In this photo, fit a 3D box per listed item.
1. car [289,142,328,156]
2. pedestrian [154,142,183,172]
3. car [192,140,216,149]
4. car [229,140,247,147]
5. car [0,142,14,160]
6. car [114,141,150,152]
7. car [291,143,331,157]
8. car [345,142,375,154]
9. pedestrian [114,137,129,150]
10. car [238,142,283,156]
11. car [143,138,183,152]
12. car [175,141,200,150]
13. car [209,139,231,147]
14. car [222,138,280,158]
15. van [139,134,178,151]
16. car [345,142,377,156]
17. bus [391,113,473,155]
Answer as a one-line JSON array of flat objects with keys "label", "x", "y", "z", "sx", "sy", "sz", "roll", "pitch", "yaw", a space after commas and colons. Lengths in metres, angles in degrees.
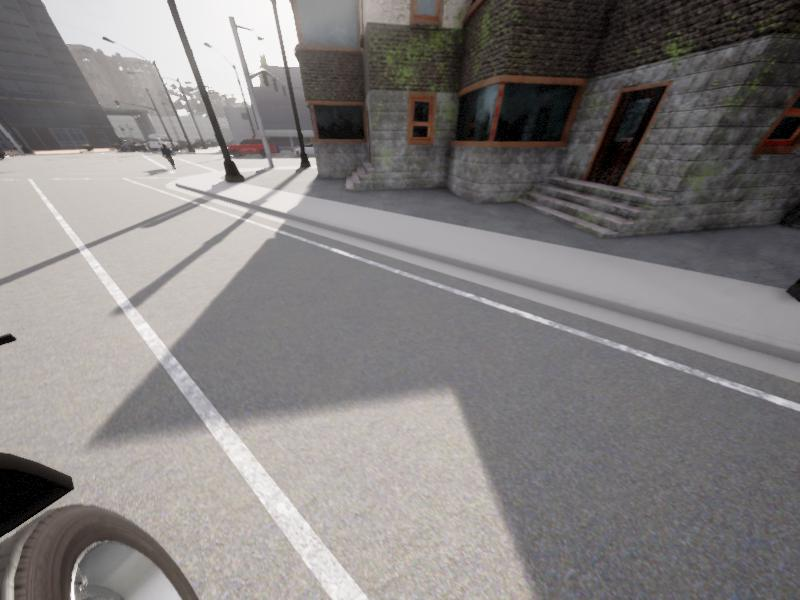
[{"label": "car", "x": -13.257, "y": -22.036, "z": 33.670, "sx": 4.892, "sy": 1.490, "sz": 1.837, "roll": -6, "pitch": 35, "yaw": -8}, {"label": "pedestrian", "x": -17.525, "y": -10.857, "z": 17.502, "sx": 0.751, "sy": 1.860, "sz": 0.751, "roll": 29, "pitch": 44, "yaw": 34}, {"label": "car", "x": -45.524, "y": -36.378, "z": 53.836, "sx": 1.930, "sy": 1.638, "sz": 5.238, "roll": -5, "pitch": 35, "yaw": -7}, {"label": "car", "x": -45.883, "y": -44.447, "z": 65.440, "sx": 1.816, "sy": 1.474, "sz": 4.193, "roll": 4, "pitch": 35, "yaw": 6}, {"label": "car", "x": -48.037, "y": -16.772, "z": 25.684, "sx": 5.566, "sy": 2.045, "sz": 2.150, "roll": 1, "pitch": 34, "yaw": 2}, {"label": "car", "x": -46.318, "y": -26.555, "z": 40.023, "sx": 1.816, "sy": 1.474, "sz": 4.193, "roll": -5, "pitch": 36, "yaw": -8}, {"label": "car", "x": -11.835, "y": -20.117, "z": 30.974, "sx": 4.674, "sy": 1.442, "sz": 1.812, "roll": -6, "pitch": 36, "yaw": -8}, {"label": "car", "x": -6.030, "y": -22.765, "z": 34.655, "sx": 4.181, "sy": 1.385, "sz": 1.994, "roll": -6, "pitch": 36, "yaw": -6}, {"label": "pedestrian", "x": -50.860, "y": -28.555, "z": 42.194, "sx": 0.751, "sy": 1.860, "sz": 0.751, "roll": 5, "pitch": 35, "yaw": 6}, {"label": "car", "x": -19.649, "y": -21.414, "z": 32.771, "sx": 5.008, "sy": 1.535, "sz": 1.882, "roll": -6, "pitch": 35, "yaw": -8}, {"label": "car", "x": -43.325, "y": -28.632, "z": 42.498, "sx": 2.150, "sy": 2.045, "sz": 5.566, "roll": -5, "pitch": 35, "yaw": -8}, {"label": "car", "x": -44.477, "y": -32.478, "z": 48.449, "sx": 1.816, "sy": 1.474, "sz": 4.193, "roll": -5, "pitch": 36, "yaw": -8}, {"label": "car", "x": -46.217, "y": -40.405, "z": 59.551, "sx": 1.930, "sy": 1.638, "sz": 5.238, "roll": -2, "pitch": 35, "yaw": -3}, {"label": "car", "x": -19.034, "y": -19.635, "z": 29.800, "sx": 5.566, "sy": 2.045, "sz": 2.150, "roll": -6, "pitch": 36, "yaw": -8}, {"label": "van", "x": -47.525, "y": -31.244, "z": 45.750, "sx": 1.988, "sy": 2.561, "sz": 5.915, "roll": -5, "pitch": 36, "yaw": -8}, {"label": "car", "x": -5.363, "y": -20.837, "z": 31.826, "sx": 4.193, "sy": 1.474, "sz": 1.816, "roll": -6, "pitch": 36, "yaw": -7}, {"label": "bus", "x": 4.145, "y": -23.007, "z": 32.149, "sx": 10.273, "sy": 4.253, "sz": 3.944, "roll": -7, "pitch": 36, "yaw": -7}]
